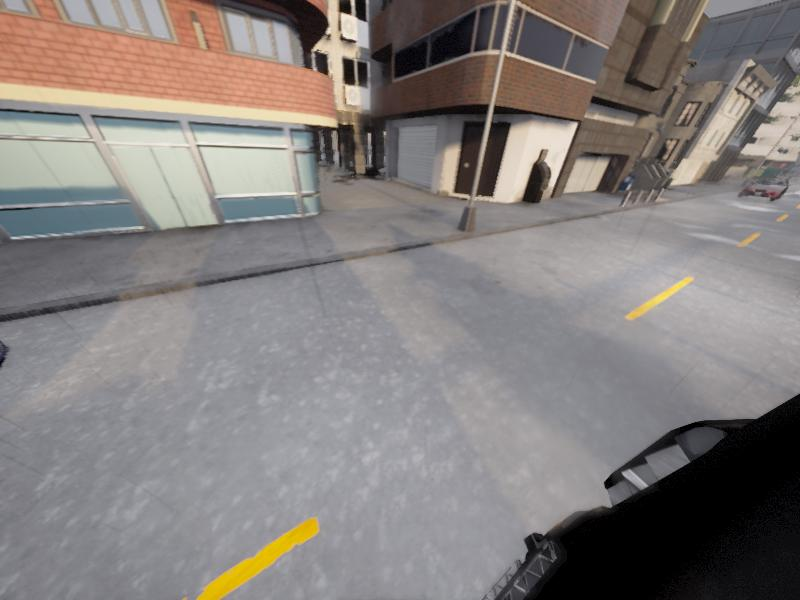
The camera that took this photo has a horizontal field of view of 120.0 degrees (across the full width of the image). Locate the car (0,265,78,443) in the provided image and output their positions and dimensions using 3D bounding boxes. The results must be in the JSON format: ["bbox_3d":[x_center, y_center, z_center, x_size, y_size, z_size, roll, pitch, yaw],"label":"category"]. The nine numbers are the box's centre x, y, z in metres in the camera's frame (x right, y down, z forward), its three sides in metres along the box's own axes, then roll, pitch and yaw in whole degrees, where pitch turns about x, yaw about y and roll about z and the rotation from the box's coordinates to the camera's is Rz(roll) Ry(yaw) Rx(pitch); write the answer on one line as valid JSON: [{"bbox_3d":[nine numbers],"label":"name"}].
[{"bbox_3d":[-5.460,1.037,0.613,4.792,1.488,2.163,-16,38,-26],"label":"car"}]

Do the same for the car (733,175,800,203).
[{"bbox_3d":[27.343,-8.332,17.221,4.193,1.474,1.816,-16,38,-26],"label":"car"}]
